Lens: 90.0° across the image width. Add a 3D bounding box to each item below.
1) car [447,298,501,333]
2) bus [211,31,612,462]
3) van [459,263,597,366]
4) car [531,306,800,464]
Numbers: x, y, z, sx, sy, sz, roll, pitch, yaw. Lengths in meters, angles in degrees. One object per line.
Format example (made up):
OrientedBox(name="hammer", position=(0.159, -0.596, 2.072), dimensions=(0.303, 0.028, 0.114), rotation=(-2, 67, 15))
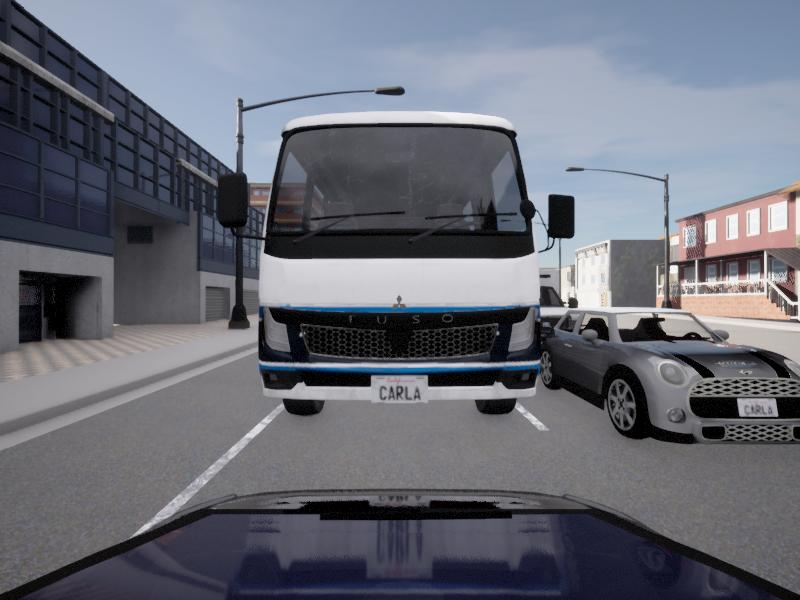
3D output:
OrientedBox(name="car", position=(3.500, 0.683, 19.815), dimensions=(1.812, 1.442, 4.674), rotation=(0, 1, 0))
OrientedBox(name="bus", position=(0.118, -0.566, 9.092), dimensions=(3.944, 4.253, 10.273), rotation=(0, 1, 0))
OrientedBox(name="van", position=(3.500, 0.309, 12.675), dimensions=(2.351, 2.431, 6.366), rotation=(0, 1, 0))
OrientedBox(name="car", position=(3.502, 0.852, 5.780), dimensions=(1.970, 1.475, 3.806), rotation=(0, 0, 0))
